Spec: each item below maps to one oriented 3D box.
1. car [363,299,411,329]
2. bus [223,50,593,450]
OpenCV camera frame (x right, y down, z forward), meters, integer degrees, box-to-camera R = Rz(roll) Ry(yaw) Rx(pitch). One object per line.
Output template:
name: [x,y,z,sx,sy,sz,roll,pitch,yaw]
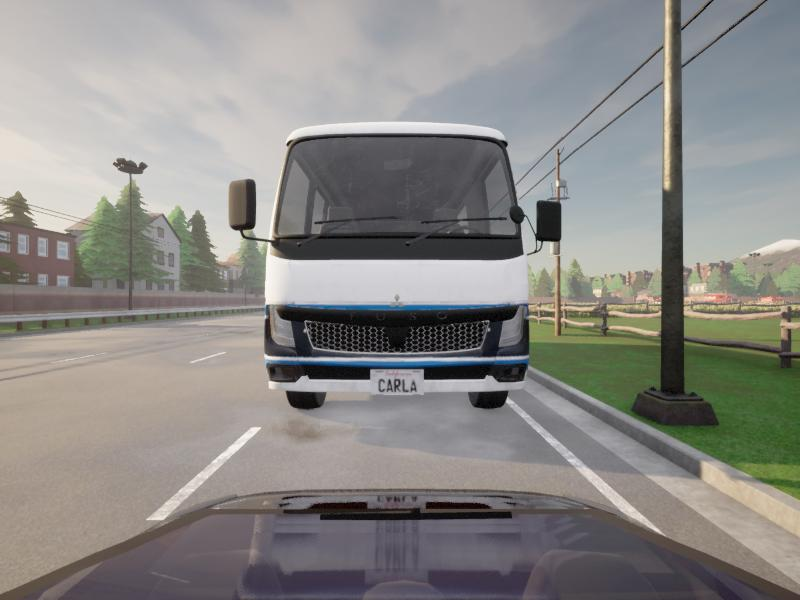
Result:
car: [-0.657,0.781,24.798,2.152,1.651,5.027,0,0,8]
bus: [0.062,-0.534,9.399,3.944,4.253,10.273,0,0,0]
